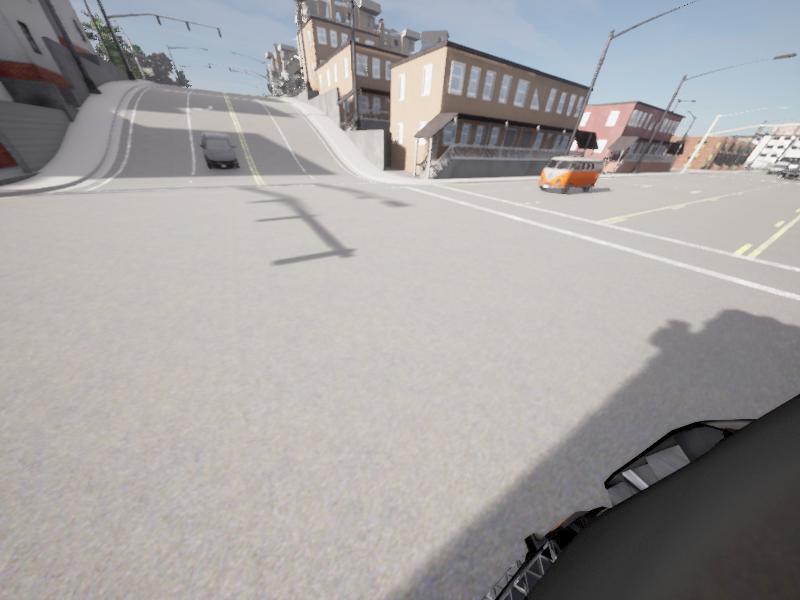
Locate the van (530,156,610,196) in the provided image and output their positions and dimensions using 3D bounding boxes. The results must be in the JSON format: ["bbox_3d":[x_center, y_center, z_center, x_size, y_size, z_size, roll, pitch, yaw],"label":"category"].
[{"bbox_3d":[10.985,-8.080,14.966,4.442,1.987,1.775,-16,38,-26],"label":"van"}]

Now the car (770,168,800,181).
[{"bbox_3d":[66.091,-20.716,38.211,1.930,1.638,5.238,9,34,9],"label":"car"}]

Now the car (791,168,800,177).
[{"bbox_3d":[88.062,-27.797,50.494,3.988,1.617,1.851,-16,38,-26],"label":"car"}]

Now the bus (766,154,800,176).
[{"bbox_3d":[97.279,-33.738,57.574,10.273,4.253,3.944,-16,38,-26],"label":"bus"}]

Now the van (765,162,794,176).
[{"bbox_3d":[87.125,-30.214,53.074,5.915,2.561,1.988,-16,38,-26],"label":"van"}]

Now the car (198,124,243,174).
[{"bbox_3d":[-13.017,-10.943,16.672,1.882,1.535,5.008,-17,54,-27],"label":"car"}]
